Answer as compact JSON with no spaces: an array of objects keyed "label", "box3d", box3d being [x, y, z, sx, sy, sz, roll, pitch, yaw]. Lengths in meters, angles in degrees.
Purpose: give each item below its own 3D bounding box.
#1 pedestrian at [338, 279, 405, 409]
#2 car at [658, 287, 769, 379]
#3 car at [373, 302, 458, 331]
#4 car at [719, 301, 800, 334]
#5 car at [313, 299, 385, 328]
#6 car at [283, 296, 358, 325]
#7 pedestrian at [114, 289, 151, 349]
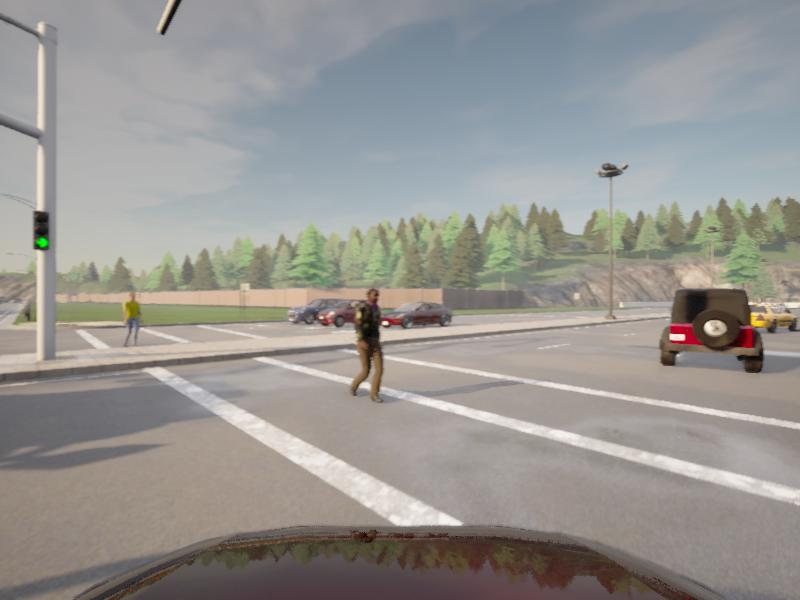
[{"label":"pedestrian","box3d":[-0.454,0.632,6.265,0.751,1.860,0.751,0,0,-39]},{"label":"car","box3d":[7.921,0.673,10.292,1.905,1.878,3.866,0,0,37]},{"label":"car","box3d":[0.984,0.842,23.092,4.792,1.488,2.163,0,0,-42]},{"label":"car","box3d":[19.332,0.869,21.370,5.366,1.575,1.801,0,0,-31]},{"label":"car","box3d":[-3.017,0.762,24.196,3.988,1.617,1.851,0,0,-42]},{"label":"car","box3d":[-5.272,0.657,26.871,4.553,1.767,2.097,0,0,-42]},{"label":"pedestrian","box3d":[-8.648,0.594,12.945,0.751,1.860,0.751,0,0,32]}]
